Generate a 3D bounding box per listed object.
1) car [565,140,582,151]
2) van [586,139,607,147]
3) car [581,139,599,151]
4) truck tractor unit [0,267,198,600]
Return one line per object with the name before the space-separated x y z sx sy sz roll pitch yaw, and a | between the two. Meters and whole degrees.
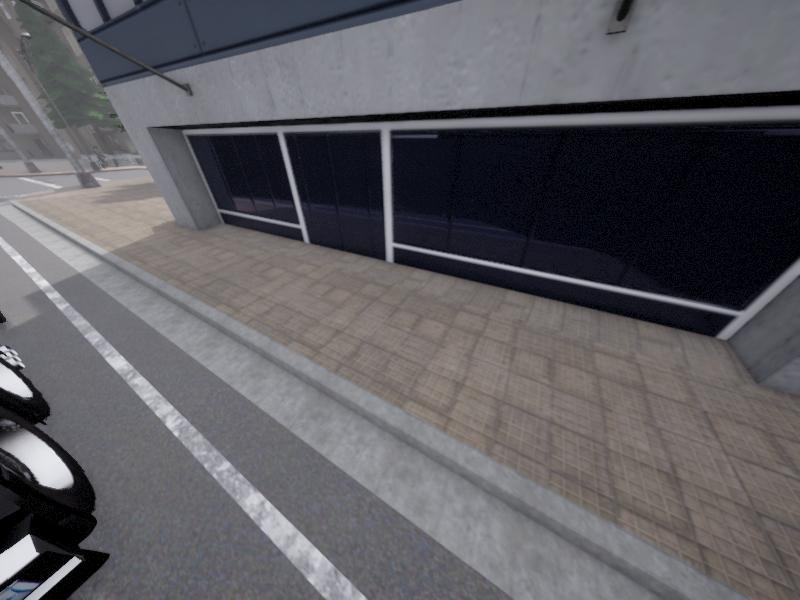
car | 35.645 -31.898 47.544 1.932 1.855 4.605 17 38 23
van | 61.513 -49.242 72.483 4.480 2.038 2.069 17 39 23
car | 38.397 -31.343 46.690 1.905 1.878 3.866 17 38 23
truck tractor unit | -5.114 -0.298 0.767 6.516 4.208 3.053 18 39 24
